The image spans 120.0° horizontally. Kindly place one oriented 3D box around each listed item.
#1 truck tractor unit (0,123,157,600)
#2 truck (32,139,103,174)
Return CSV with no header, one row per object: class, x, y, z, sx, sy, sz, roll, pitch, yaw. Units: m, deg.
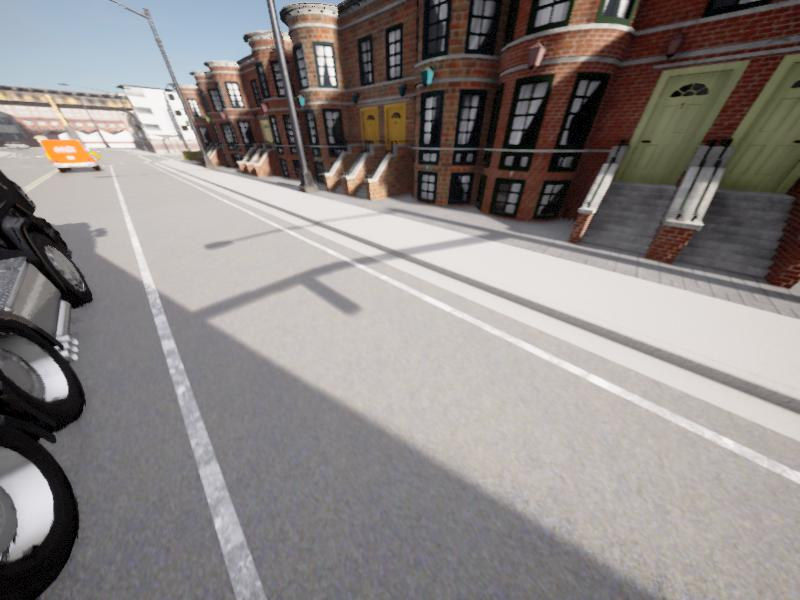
truck tractor unit,-4.854,-0.500,1.069,6.516,4.208,3.053,28,44,34
truck,-30.452,-13.425,21.466,5.204,2.467,2.627,28,43,35
